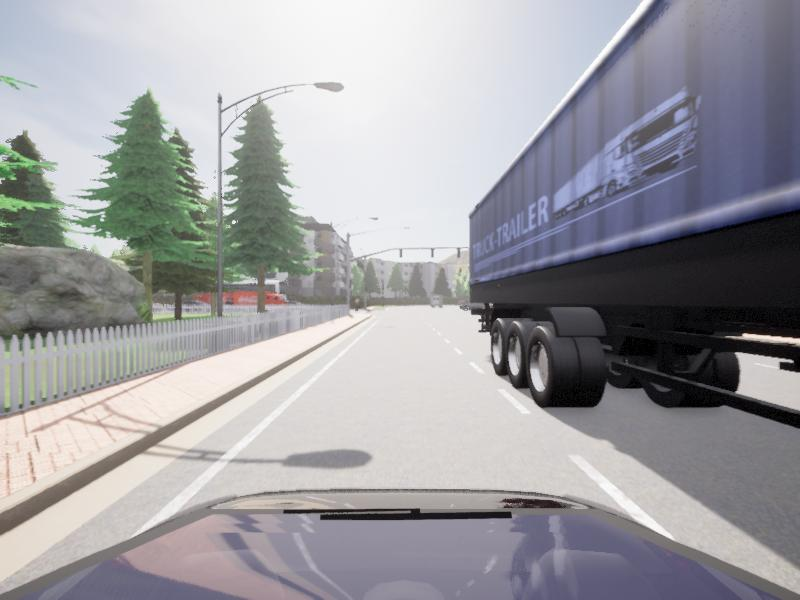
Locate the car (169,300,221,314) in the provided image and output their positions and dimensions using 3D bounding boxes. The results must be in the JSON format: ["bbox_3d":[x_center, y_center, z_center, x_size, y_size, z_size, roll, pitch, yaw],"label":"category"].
[{"bbox_3d":[-22.893,0.785,44.798,4.892,1.490,1.837,0,0,2],"label":"car"}]

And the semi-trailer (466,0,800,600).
[{"bbox_3d":[3.329,-0.625,4.569,2.717,4.402,14.254,0,0,0],"label":"semi-trailer"}]

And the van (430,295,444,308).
[{"bbox_3d":[7.464,0.268,80.367,2.351,2.431,6.366,0,0,9],"label":"van"}]

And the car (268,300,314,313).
[{"bbox_3d":[-12.982,0.772,48.020,4.902,1.511,2.128,0,0,2],"label":"car"}]

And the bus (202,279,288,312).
[{"bbox_3d":[-21.177,-0.603,55.132,10.273,4.253,3.944,0,0,2],"label":"bus"}]

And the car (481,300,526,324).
[{"bbox_3d":[7.088,0.786,27.941,1.882,1.535,5.008,0,0,0],"label":"car"}]

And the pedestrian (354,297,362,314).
[{"bbox_3d":[-4.666,0.579,44.149,0.751,1.860,0.751,0,0,6],"label":"pedestrian"}]

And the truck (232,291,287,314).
[{"bbox_3d":[-15.539,0.297,44.591,5.204,2.467,2.627,0,0,2],"label":"truck"}]
